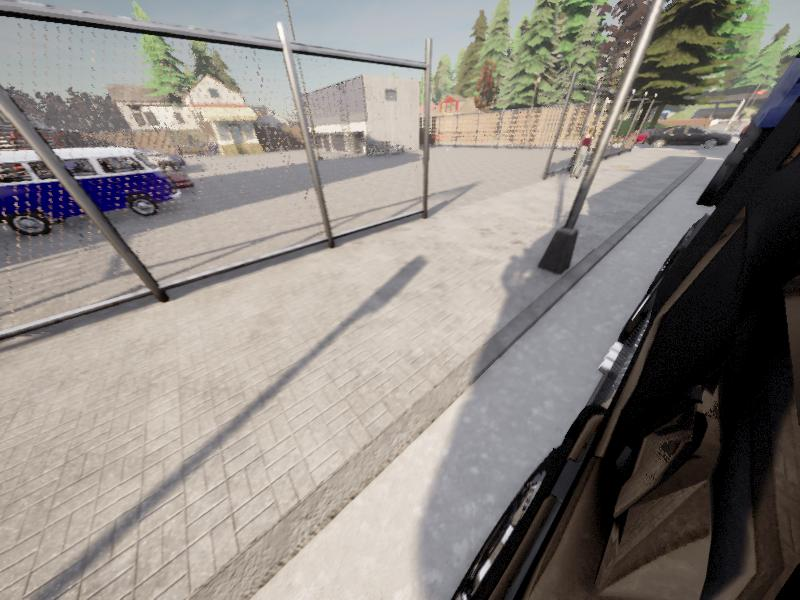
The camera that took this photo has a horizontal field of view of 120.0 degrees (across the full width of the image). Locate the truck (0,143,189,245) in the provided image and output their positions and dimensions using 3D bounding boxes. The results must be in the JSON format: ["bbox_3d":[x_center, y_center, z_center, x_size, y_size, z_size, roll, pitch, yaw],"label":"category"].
[{"bbox_3d":[-10.030,-3.541,7.265,4.478,2.038,2.069,-28,43,-30],"label":"truck"}]

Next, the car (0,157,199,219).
[{"bbox_3d":[-12.433,-5.086,10.030,5.357,1.415,2.033,-28,43,-30],"label":"car"}]

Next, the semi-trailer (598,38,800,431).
[{"bbox_3d":[8.695,-3.595,4.248,14.254,4.402,2.717,-28,43,-30],"label":"semi-trailer"}]

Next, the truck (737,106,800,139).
[{"bbox_3d":[38.279,-18.473,24.083,5.204,2.467,2.627,-28,43,-30],"label":"truck"}]

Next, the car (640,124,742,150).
[{"bbox_3d":[23.318,-13.253,18.813,1.837,1.490,4.892,-32,45,-33],"label":"car"}]

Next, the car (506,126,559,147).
[{"bbox_3d":[15.067,-18.835,26.544,1.932,1.855,4.605,-28,45,-30],"label":"car"}]

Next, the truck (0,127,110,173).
[{"bbox_3d":[-40.600,-17.703,26.953,2.891,3.827,8.468,-6,37,-4],"label":"truck"}]

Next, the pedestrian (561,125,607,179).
[{"bbox_3d":[7.814,-6.294,9.885,0.751,1.860,0.751,-28,43,-30],"label":"pedestrian"}]

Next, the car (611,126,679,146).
[{"bbox_3d":[24.046,-16.166,22.804,1.994,1.385,4.181,-30,44,-31],"label":"car"}]

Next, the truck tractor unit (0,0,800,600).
[{"bbox_3d":[2.645,-0.295,0.352,6.516,4.208,3.053,-28,44,-30],"label":"truck tractor unit"}]

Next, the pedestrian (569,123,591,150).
[{"bbox_3d":[15.344,-13.968,19.750,0.751,1.860,0.751,29,47,36],"label":"pedestrian"}]
